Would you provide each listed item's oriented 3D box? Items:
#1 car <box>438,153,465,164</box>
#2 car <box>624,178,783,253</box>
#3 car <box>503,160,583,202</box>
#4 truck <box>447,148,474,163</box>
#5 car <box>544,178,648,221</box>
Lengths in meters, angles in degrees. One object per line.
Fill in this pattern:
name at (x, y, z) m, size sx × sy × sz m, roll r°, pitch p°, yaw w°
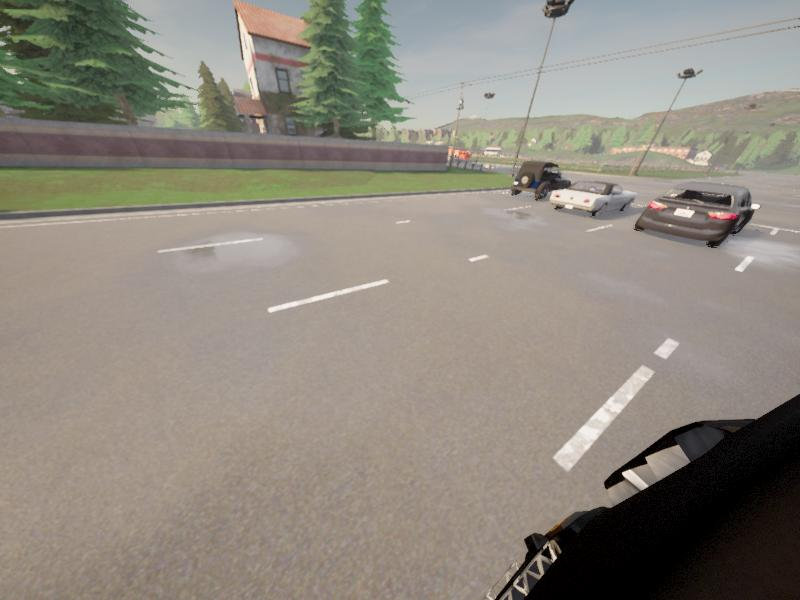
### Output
car at (10.220, -28.188, 45.952) m, size 2.152 × 1.651 × 5.027 m, roll -17°, pitch 38°, yaw -27°
car at (10.727, -3.223, 8.223) m, size 4.611 × 1.667 × 2.242 m, roll -17°, pitch 38°, yaw -27°
car at (8.494, -7.171, 13.806) m, size 3.866 × 1.878 × 1.905 m, roll -17°, pitch 38°, yaw -27°
truck at (13.664, -32.682, 52.259) m, size 2.627 × 2.467 × 5.204 m, roll -17°, pitch 38°, yaw -27°
car at (9.338, -4.916, 11.008) m, size 4.718 × 1.301 × 1.895 m, roll -17°, pitch 38°, yaw -27°
